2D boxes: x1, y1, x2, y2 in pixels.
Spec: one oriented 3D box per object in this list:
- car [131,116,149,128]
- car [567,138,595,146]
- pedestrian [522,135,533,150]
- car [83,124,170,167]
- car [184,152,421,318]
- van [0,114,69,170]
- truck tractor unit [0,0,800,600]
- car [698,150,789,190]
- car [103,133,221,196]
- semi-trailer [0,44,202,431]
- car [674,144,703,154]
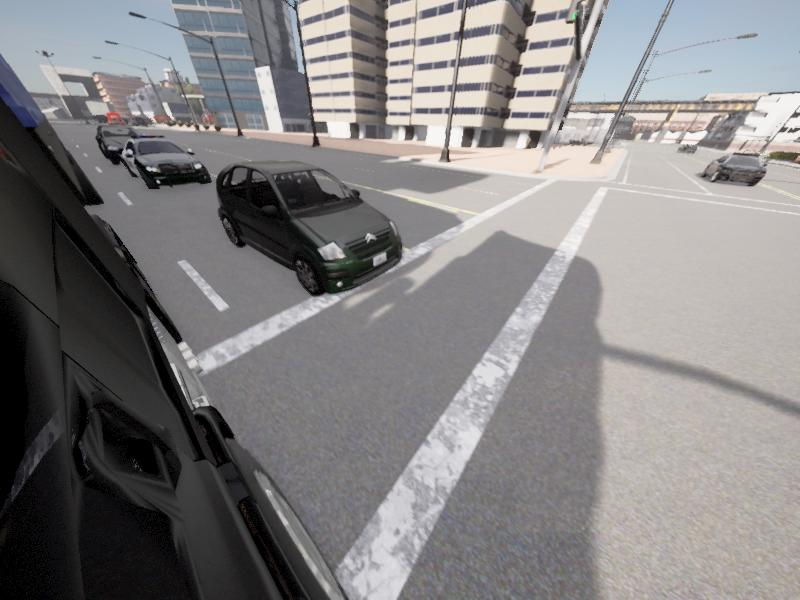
[{"bbox_3d":[-59.051,-40.437,52.454,3.866,1.878,1.905,31,45,33],"label":"car"},{"bbox_3d":[47.208,-41.248,60.299,5.238,1.638,1.930,26,43,29],"label":"car"},{"bbox_3d":[19.434,-24.011,35.213,0.751,1.860,0.751,-21,43,-28],"label":"pedestrian"},{"bbox_3d":[-15.640,-8.931,13.218,4.611,1.667,2.242,28,44,30],"label":"car"},{"bbox_3d":[-1.844,-1.607,4.333,3.988,1.617,1.851,27,43,29],"label":"car"},{"bbox_3d":[-18.732,-7.966,11.481,4.442,1.987,1.775,28,44,30],"label":"van"},{"bbox_3d":[-2.645,-0.295,0.351,6.516,4.208,3.053,28,44,30],"label":"truck tractor unit"},{"bbox_3d":[22.058,-8.675,15.161,1.930,1.638,5.238,28,44,30],"label":"car"},{"bbox_3d":[-9.681,-5.692,9.368,4.974,1.542,2.038,28,44,30],"label":"car"},{"bbox_3d":[-8.697,-3.602,4.235,14.254,4.402,2.717,28,44,30],"label":"semi-trailer"},{"bbox_3d":[58.475,-30.772,46.973,2.128,1.511,4.902,21,41,23],"label":"car"}]
